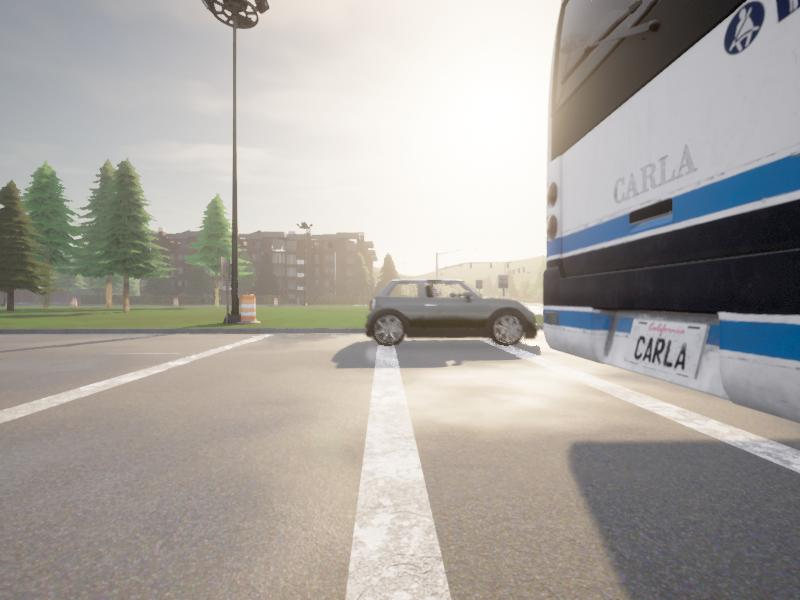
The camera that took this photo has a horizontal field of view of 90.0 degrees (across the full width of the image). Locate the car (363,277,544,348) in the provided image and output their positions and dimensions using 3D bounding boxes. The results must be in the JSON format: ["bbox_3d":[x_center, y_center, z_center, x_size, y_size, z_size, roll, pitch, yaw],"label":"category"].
[{"bbox_3d":[1.100,0.253,9.325,3.806,1.475,1.970,0,0,-2],"label":"car"}]

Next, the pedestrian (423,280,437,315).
[{"bbox_3d":[1.627,-0.115,21.765,0.751,1.860,0.751,0,0,4],"label":"pedestrian"}]

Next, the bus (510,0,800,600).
[{"bbox_3d":[6.407,-1.133,2.607,10.273,4.253,3.944,0,0,-2],"label":"bus"}]

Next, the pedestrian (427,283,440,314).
[{"bbox_3d":[2.023,-0.115,24.359,0.751,1.860,0.751,0,0,2],"label":"pedestrian"}]
